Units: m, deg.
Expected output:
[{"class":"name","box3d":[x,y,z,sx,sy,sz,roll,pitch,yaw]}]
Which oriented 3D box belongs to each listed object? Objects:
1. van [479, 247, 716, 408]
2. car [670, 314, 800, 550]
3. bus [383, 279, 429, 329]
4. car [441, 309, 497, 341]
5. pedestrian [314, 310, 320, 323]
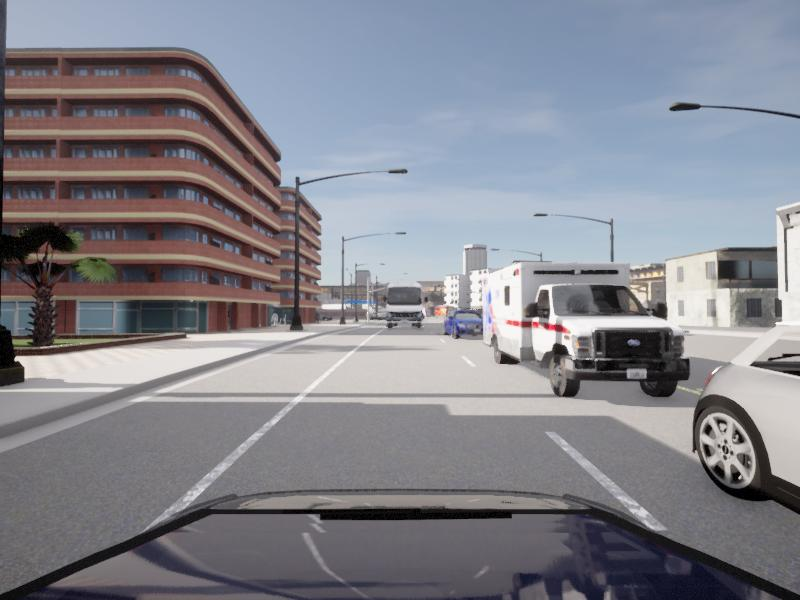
[{"class":"van","box3d":[3.611,0.459,9.233,2.351,2.431,6.366,0,-1,1]},{"class":"car","box3d":[3.537,0.858,1.899,1.970,1.475,3.806,0,0,1]},{"class":"bus","box3d":[0.558,0.602,39.271,3.944,4.253,10.273,0,-3,1]},{"class":"car","box3d":[3.398,1.232,20.651,1.812,1.442,4.674,0,-2,-4]},{"class":"pedestrian","box3d":[-11.704,2.364,56.694,0.751,1.860,0.751,0,-1,-6]}]
